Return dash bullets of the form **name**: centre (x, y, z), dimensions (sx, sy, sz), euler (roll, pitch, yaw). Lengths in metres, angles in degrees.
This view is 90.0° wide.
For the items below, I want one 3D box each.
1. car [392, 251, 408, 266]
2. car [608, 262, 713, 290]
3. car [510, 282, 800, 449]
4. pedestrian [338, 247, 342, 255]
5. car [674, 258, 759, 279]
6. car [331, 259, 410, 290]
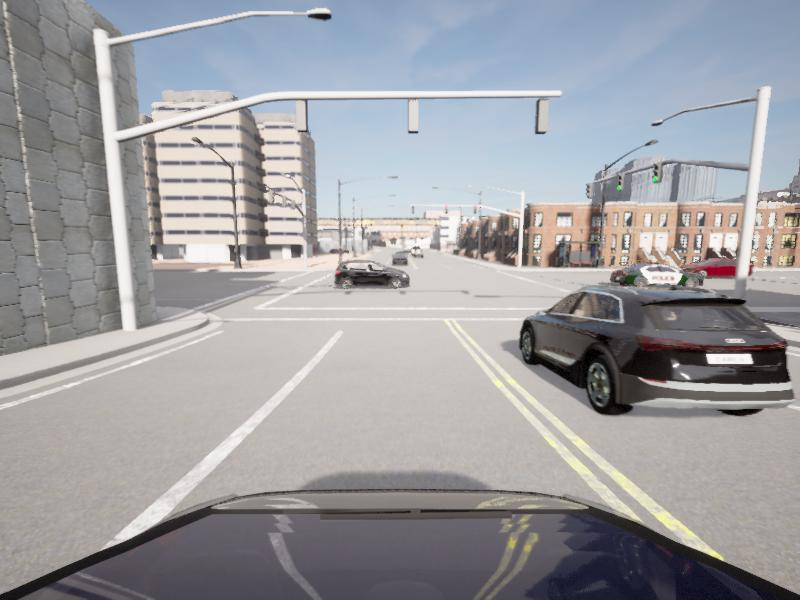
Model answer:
- **car**: centre (0.004, -5.142, 49.564), dimensions (1.930, 1.638, 5.238), euler (0, 8, 0)
- **car**: centre (15.750, -1.505, 24.414), dimensions (4.974, 1.542, 2.038), euler (0, 8, 0)
- **car**: centre (3.489, 0.564, 6.486), dimensions (2.033, 1.649, 4.856), euler (0, 3, 0)
- **pedestrian**: centre (-12.972, -10.628, 86.554), dimensions (0.751, 1.860, 0.751), euler (2, 8, 14)
- **car**: centre (24.665, -2.489, 31.305), dimensions (5.008, 1.535, 1.882), euler (0, 8, 0)
- **car**: centre (-1.706, -1.585, 24.468), dimensions (4.611, 1.667, 2.242), euler (0, 8, 0)
